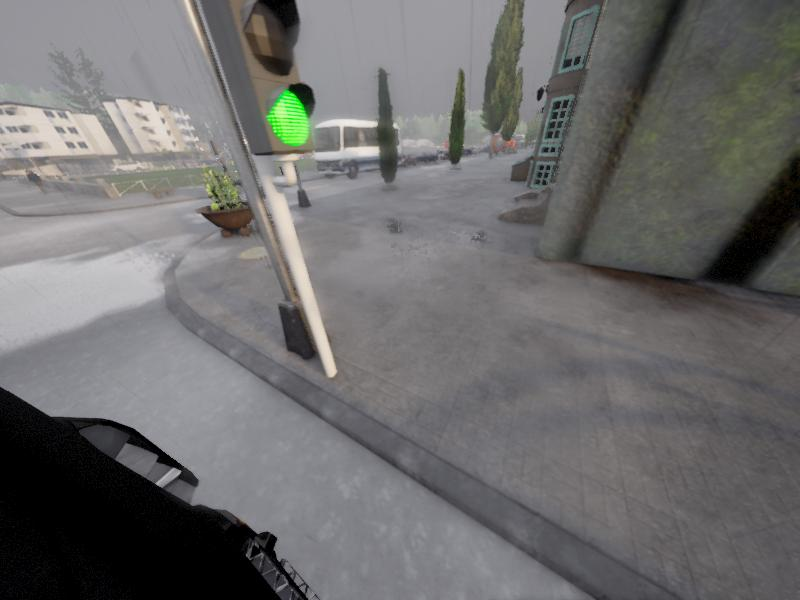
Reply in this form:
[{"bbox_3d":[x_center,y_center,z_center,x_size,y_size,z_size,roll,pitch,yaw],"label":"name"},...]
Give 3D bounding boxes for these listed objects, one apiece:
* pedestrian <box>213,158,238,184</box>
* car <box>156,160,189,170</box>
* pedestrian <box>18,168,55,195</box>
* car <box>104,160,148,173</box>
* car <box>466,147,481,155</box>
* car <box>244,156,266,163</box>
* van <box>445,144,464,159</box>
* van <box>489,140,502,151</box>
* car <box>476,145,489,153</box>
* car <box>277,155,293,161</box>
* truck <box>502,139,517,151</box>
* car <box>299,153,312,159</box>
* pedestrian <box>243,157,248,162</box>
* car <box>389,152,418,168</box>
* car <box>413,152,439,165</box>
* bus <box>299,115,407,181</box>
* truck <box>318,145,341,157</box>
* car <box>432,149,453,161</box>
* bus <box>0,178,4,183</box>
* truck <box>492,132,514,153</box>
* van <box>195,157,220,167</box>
[{"bbox_3d":[-14.802,-10.931,19.644,0.751,1.860,0.751,10,36,19],"label":"pedestrian"},{"bbox_3d":[-56.328,-33.604,57.366,1.930,1.638,5.238,16,38,26],"label":"car"},{"bbox_3d":[-29.808,-9.727,18.970,0.751,1.860,0.751,25,43,35],"label":"pedestrian"},{"bbox_3d":[-60.572,-29.562,51.254,2.150,2.045,5.566,16,38,26],"label":"car"},{"bbox_3d":[16.285,-32.942,51.053,1.895,1.301,4.718,16,38,26],"label":"car"},{"bbox_3d":[-45.565,-44.190,72.661,2.033,1.411,5.357,16,38,26],"label":"car"},{"bbox_3d":[9.890,-26.890,41.822,1.775,1.987,4.442,16,38,26],"label":"van"},{"bbox_3d":[27.424,-44.577,66.523,1.988,2.561,5.915,16,38,26],"label":"van"},{"bbox_3d":[20.245,-36.942,56.625,1.812,1.442,4.674,16,38,26],"label":"car"},{"bbox_3d":[-38.059,-47.212,76.641,1.994,1.385,4.181,16,38,26],"label":"car"},{"bbox_3d":[30.410,-43.069,64.123,2.627,2.467,5.204,16,38,26],"label":"truck"},{"bbox_3d":[-35.427,-54.307,86.982,1.851,1.617,3.988,16,38,26],"label":"car"},{"bbox_3d":[-50.195,-45.647,75.077,0.751,1.300,0.751,15,38,25],"label":"pedestrian"},{"bbox_3d":[0.553,-17.429,28.779,1.970,1.475,3.806,16,38,26],"label":"car"},{"bbox_3d":[3.745,-20.481,33.285,1.895,1.301,4.718,16,38,26],"label":"car"},{"bbox_3d":[-3.574,-14.439,22.095,3.944,4.253,10.273,16,38,25],"label":"bus"},{"bbox_3d":[-27.674,-58.584,90.731,2.891,3.827,8.468,16,38,26],"label":"truck"},{"bbox_3d":[6.985,-23.781,37.833,1.970,1.475,3.806,16,38,26],"label":"car"},{"bbox_3d":[-65.588,-18.231,32.597,3.944,4.253,10.273,-16,36,-18],"label":"bus"},{"bbox_3d":[25.124,-38.405,56.291,2.891,3.827,8.468,16,38,26],"label":"truck"},{"bbox_3d":[-52.357,-37.697,62.900,1.775,1.987,4.442,16,38,26],"label":"van"}]
